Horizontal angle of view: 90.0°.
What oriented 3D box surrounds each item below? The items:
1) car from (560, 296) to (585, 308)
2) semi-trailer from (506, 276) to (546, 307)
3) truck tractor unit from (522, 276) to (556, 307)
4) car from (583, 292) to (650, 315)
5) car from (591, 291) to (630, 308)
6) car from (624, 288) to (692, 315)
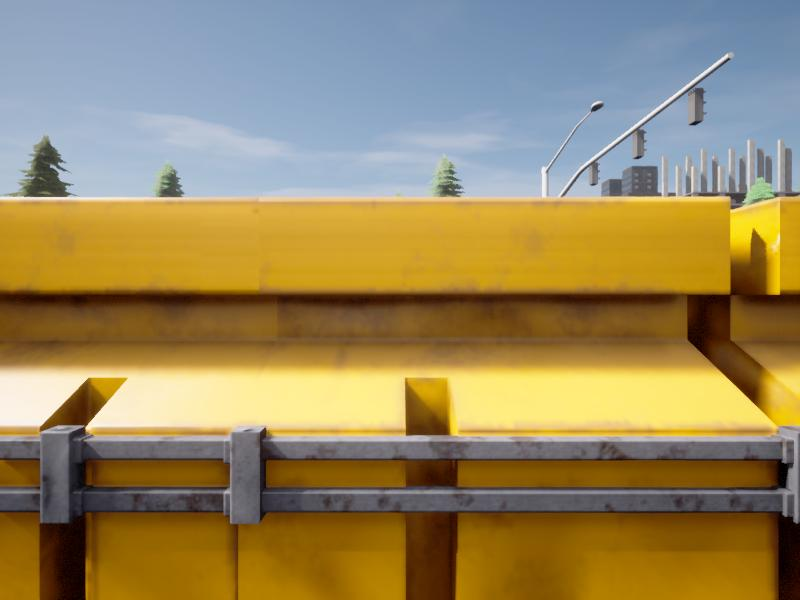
[{"bbox_3d":[22.721,0.210,52.933,1.789,1.549,3.705,0,0,2],"label":"car"},{"bbox_3d":[20.053,-1.221,64.795,2.717,4.402,14.254,0,0,3],"label":"semi-trailer"},{"bbox_3d":[19.615,-1.122,56.894,3.053,4.208,6.516,0,0,5],"label":"truck tractor unit"},{"bbox_3d":[14.937,0.233,27.992,2.128,1.511,4.902,0,0,2],"label":"car"},{"bbox_3d":[26.130,-0.037,49.917,2.150,2.045,5.566,0,0,2],"label":"car"},{"bbox_3d":[18.474,0.091,28.975,2.097,1.767,4.553,0,0,2],"label":"car"}]
